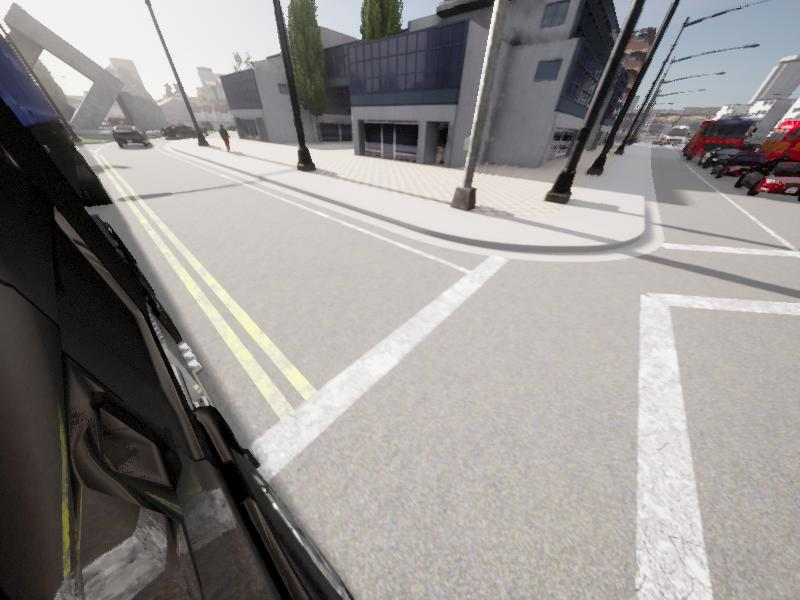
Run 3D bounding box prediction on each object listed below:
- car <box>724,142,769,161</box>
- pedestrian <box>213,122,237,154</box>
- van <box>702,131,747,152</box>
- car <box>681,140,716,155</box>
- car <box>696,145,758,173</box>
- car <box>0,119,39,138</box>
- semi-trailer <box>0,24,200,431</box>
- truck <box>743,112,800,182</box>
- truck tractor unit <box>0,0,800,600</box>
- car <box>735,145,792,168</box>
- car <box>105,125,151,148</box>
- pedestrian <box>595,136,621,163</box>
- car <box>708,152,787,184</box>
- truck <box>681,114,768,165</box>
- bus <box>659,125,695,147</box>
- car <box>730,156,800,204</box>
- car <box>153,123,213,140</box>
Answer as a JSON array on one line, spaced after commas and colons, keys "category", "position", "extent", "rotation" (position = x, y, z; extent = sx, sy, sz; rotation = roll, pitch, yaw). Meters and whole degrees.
[{"category": "car", "position": [39.427, -17.060, 26.399], "extent": [1.816, 1.474, 4.193], "rotation": [29, 46, 31]}, {"category": "pedestrian", "position": [-12.814, -11.865, 16.944], "extent": [0.751, 1.860, 0.751], "rotation": [-26, 45, -33]}, {"category": "van", "position": [49.648, -24.462, 35.555], "extent": [2.351, 2.431, 6.366], "rotation": [29, 44, 31]}, {"category": "car", "position": [39.247, -20.189, 30.485], "extent": [1.994, 1.385, 4.181], "rotation": [28, 45, 30]}, {"category": "car", "position": [27.653, -12.177, 19.773], "extent": [2.038, 1.542, 4.974], "rotation": [29, 45, 31]}, {"category": "car", "position": [-40.397, -17.311, 23.306], "extent": [3.633, 1.501, 1.845], "rotation": [-15, 41, -22]}, {"category": "semi-trailer", "position": [-8.617, -3.641, 4.332], "extent": [14.254, 4.402, 2.717], "rotation": [29, 44, 31]}, {"category": "truck", "position": [29.743, -11.154, 16.635], "extent": [2.891, 3.827, 8.468], "rotation": [29, 45, 31]}, {"category": "truck tractor unit", "position": [-2.645, -0.295, 0.351], "extent": [6.516, 4.208, 3.053], "rotation": [28, 44, 30]}, {"category": "car", "position": [35.372, -14.181, 22.656], "extent": [1.812, 1.442, 4.674], "rotation": [29, 46, 31]}, {"category": "car", "position": [-24.170, -14.730, 20.754], "extent": [1.837, 1.490, 4.892], "rotation": [-24, 44, -30]}, {"category": "pedestrian", "position": [17.740, -12.854, 19.755], "extent": [0.751, 1.860, 0.751], "rotation": [17, 39, 18]}, {"category": "car", "position": [23.122, -9.004, 15.610], "extent": [1.994, 1.385, 4.181], "rotation": [29, 45, 32]}, {"category": "truck", "position": [33.530, -17.146, 24.474], "extent": [2.891, 3.827, 8.468], "rotation": [29, 46, 31]}, {"category": "bus", "position": [71.717, -42.569, 60.184], "extent": [3.944, 4.253, 10.273], "rotation": [29, 43, 31]}, {"category": "car", "position": [18.510, -5.925, 11.217], "extent": [1.816, 1.474, 4.193], "rotation": [29, 45, 31]}, {"category": "car", "position": [-28.416, -22.324, 30.546], "extent": [1.930, 1.638, 5.238], "rotation": [16, 39, 18]}]
